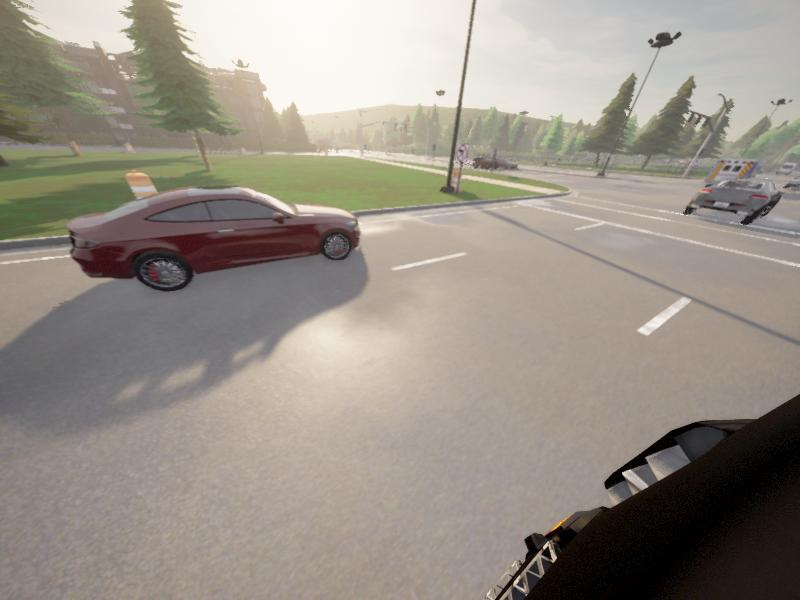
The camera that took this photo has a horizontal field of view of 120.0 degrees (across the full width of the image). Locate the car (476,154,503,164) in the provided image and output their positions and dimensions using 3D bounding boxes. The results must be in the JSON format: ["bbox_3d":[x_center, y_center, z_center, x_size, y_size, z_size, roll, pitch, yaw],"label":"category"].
[{"bbox_3d":[19.032,-30.152,49.295,1.930,1.638,5.238,-16,38,-25],"label":"car"}]

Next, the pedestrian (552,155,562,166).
[{"bbox_3d":[33.303,-29.635,48.988,0.751,1.860,0.751,-13,37,-23],"label":"pedestrian"}]

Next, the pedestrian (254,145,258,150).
[{"bbox_3d":[-36.271,-38.537,58.278,0.500,1.100,0.500,-2,34,-7],"label":"pedestrian"}]

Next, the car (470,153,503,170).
[{"bbox_3d":[12.440,-20.069,33.391,1.905,1.878,3.866,-16,38,-25],"label":"car"}]

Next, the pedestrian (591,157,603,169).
[{"bbox_3d":[36.648,-25.479,42.947,0.751,1.860,0.751,-13,37,-22],"label":"pedestrian"}]

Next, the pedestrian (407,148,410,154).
[{"bbox_3d":[3.153,-54.506,84.413,0.751,1.860,0.751,-10,36,-19],"label":"pedestrian"}]

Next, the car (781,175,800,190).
[{"bbox_3d":[44.020,-12.770,25.107,4.718,1.301,1.895,-16,38,-26],"label":"car"}]

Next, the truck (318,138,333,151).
[{"bbox_3d":[-27.196,-56.684,84.145,2.891,3.827,8.468,-16,38,-26],"label":"truck"}]

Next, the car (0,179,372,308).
[{"bbox_3d":[-3.119,-1.511,4.702,4.674,1.442,1.812,-16,38,-26],"label":"car"}]

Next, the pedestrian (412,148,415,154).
[{"bbox_3d":[4.874,-52.083,80.876,0.751,1.860,0.751,-3,34,-8],"label":"pedestrian"}]

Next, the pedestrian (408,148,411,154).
[{"bbox_3d":[3.506,-53.836,83.426,0.751,1.860,0.751,-13,36,-22],"label":"pedestrian"}]

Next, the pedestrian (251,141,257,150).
[{"bbox_3d":[-36.380,-38.459,57.463,0.751,1.860,0.751,-6,35,-13],"label":"pedestrian"}]

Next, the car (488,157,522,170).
[{"bbox_3d":[15.654,-20.526,34.777,1.994,1.385,4.181,-16,38,-25],"label":"car"}]

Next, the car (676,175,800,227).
[{"bbox_3d":[15.808,-4.795,10.811,5.027,1.651,2.152,-16,38,-26],"label":"car"}]

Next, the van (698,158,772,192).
[{"bbox_3d":[32.133,-12.049,22.168,6.366,2.431,2.351,-16,38,-26],"label":"van"}]
